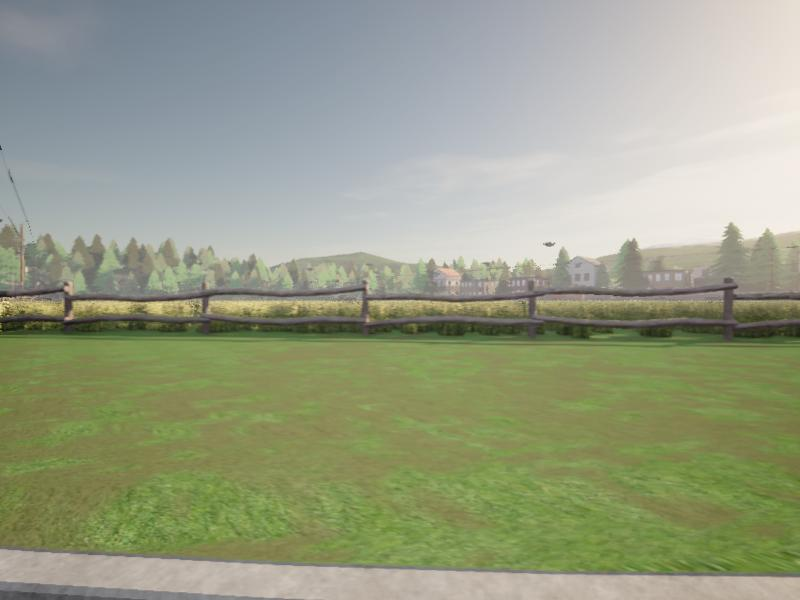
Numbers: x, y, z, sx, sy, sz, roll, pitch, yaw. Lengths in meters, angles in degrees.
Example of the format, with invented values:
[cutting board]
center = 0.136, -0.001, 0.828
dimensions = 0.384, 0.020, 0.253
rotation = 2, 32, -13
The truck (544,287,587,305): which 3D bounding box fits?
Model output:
[truck]
center = 36.541, -0.876, 88.499
dimensions = 2.891, 3.827, 8.468
rotation = 0, 0, -41
